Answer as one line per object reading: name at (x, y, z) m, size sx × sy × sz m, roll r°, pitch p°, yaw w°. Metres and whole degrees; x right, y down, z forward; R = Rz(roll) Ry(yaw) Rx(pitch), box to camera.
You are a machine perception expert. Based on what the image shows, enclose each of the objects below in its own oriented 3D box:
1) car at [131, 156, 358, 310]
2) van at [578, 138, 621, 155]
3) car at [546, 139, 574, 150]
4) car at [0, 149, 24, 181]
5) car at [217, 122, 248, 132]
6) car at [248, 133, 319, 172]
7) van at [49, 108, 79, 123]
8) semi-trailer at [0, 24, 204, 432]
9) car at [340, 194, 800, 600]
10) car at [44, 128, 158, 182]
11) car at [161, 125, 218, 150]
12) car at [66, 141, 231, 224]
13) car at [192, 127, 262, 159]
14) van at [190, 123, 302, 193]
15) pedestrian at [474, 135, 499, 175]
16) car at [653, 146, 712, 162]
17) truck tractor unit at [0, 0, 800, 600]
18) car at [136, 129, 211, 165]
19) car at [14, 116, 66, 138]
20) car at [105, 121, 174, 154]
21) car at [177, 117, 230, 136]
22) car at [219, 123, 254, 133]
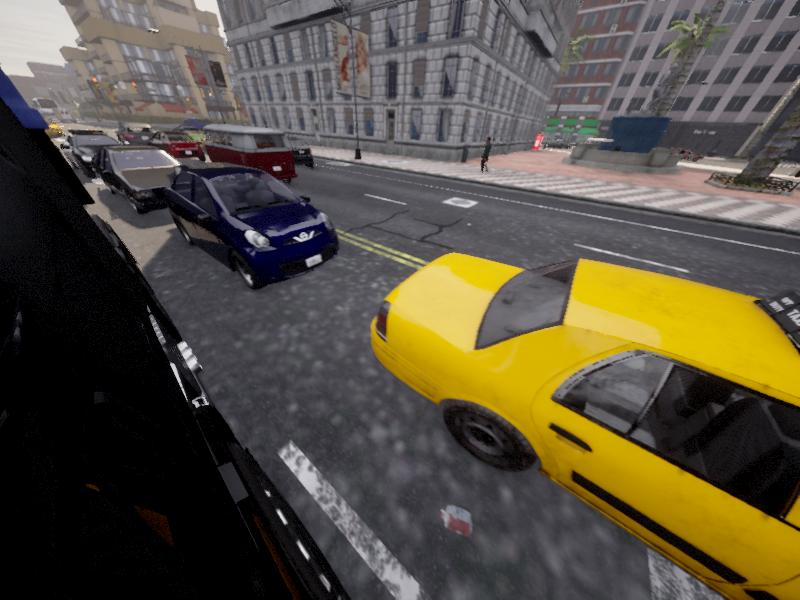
car at (-2.803, -1.588, 4.321) m, size 3.633 × 1.501 × 1.845 m, roll 26°, pitch 42°, yaw 27°
van at (32.995, -25.539, 38.332) m, size 2.069 × 2.038 × 4.480 m, roll -19°, pitch 42°, yaw -27°
car at (31.135, -30.202, 44.904) m, size 1.970 × 1.475 × 3.806 m, roll -28°, pitch 47°, yaw -35°
car at (-16.365, -5.452, 8.565) m, size 3.633 × 1.501 × 1.845 m, roll 24°, pitch 41°, yaw 26°
car at (-35.510, -36.773, 49.112) m, size 2.163 × 1.488 × 4.792 m, roll 25°, pitch 42°, yaw 27°
car at (-6.820, -8.728, 13.558) m, size 3.705 × 1.549 × 1.789 m, roll 25°, pitch 42°, yaw 27°
van at (-73.459, -40.383, 50.537) m, size 6.366 × 2.431 × 2.351 m, roll 25°, pitch 42°, yaw 27°
semi-trailer at (-8.847, -3.509, 4.063) m, size 14.254 × 4.402 × 2.717 m, roll 26°, pitch 43°, yaw 28°
car at (2.232, 0.794, 1.443) m, size 5.366 × 1.575 × 1.801 m, roll 26°, pitch 42°, yaw 27°
car at (-13.341, -6.599, 10.301) m, size 4.974 × 1.542 × 2.038 m, roll 25°, pitch 42°, yaw 28°
car at (-18.243, -14.117, 19.999) m, size 4.514 × 1.525 × 2.007 m, roll 25°, pitch 42°, yaw 27°
car at (-7.928, -3.958, 7.248) m, size 5.357 × 1.411 × 2.033 m, roll 25°, pitch 42°, yaw 27°
car at (-12.691, -11.535, 16.886) m, size 5.366 × 1.575 × 1.801 m, roll 25°, pitch 42°, yaw 27°
van at (-6.458, -6.118, 9.741) m, size 4.442 × 1.987 × 1.775 m, roll 26°, pitch 42°, yaw 27°
pedestrian at (5.013, -8.414, 13.402) m, size 0.751 × 1.860 × 0.751 m, roll 23°, pitch 41°, yaw 25°
car at (40.219, -20.859, 33.045) m, size 2.163 × 1.488 × 4.792 m, roll -11°, pitch 39°, yaw -18°
truck tractor unit at (-2.645, -0.295, 0.352) m, size 6.516 × 4.208 × 3.053 m, roll 28°, pitch 44°, yaw 30°
car at (-13.751, -9.390, 14.038) m, size 4.193 × 1.474 × 1.816 m, roll 25°, pitch 42°, yaw 27°
car at (-35.015, -16.995, 22.649) m, size 1.801 × 1.575 × 5.366 m, roll -29°, pitch 47°, yaw -36°
car at (-19.088, -11.967, 16.949) m, size 4.611 × 1.667 × 2.242 m, roll 28°, pitch 44°, yaw 30°
car at (-29.363, -26.136, 34.859) m, size 2.150 × 2.045 × 5.566 m, roll 12°, pitch 38°, yaw 12°
car at (-33.128, -35.062, 47.062) m, size 2.033 × 1.411 × 5.357 m, roll 25°, pitch 42°, yaw 27°
